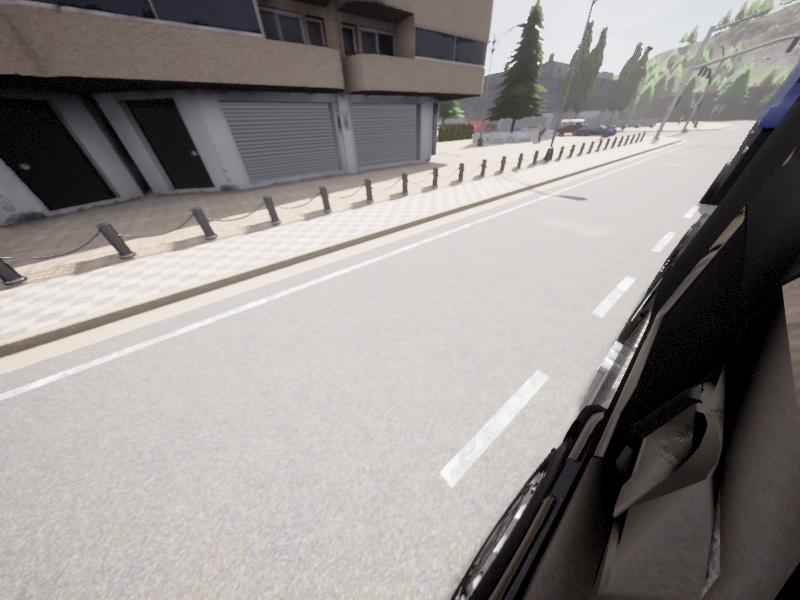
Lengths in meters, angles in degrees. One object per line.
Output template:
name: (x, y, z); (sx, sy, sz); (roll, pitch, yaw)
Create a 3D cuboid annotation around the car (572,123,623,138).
car: (26.606, -22.952, 31.310); (1.812, 1.442, 4.674); (-25, 42, -27)

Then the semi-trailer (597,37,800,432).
semi-trailer: (8.720, -3.595, 4.198); (14.254, 4.402, 2.717); (-28, 44, -29)

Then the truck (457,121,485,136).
truck: (15.781, -38.279, 51.606); (2.627, 2.467, 5.204); (-26, 44, -28)

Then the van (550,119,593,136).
van: (26.496, -26.739, 35.864); (2.069, 2.038, 4.480); (-27, 43, -28)

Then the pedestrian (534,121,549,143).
pedestrian: (14.944, -17.705, 24.423); (0.751, 1.860, 0.751); (29, 47, 35)

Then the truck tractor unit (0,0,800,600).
truck tractor unit: (2.645, -0.295, 0.351); (6.516, 4.208, 3.053); (-28, 44, -30)

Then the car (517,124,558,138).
car: (21.630, -26.773, 36.574); (2.152, 1.651, 5.027); (-26, 43, -28)
